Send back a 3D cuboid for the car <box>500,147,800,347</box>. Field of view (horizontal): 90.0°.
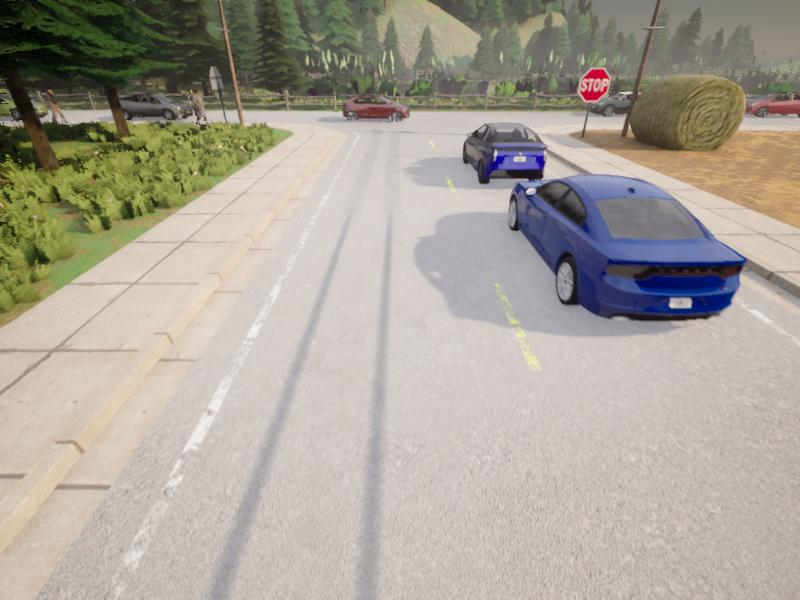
[{"bbox_3d":[3.301,-1.345,6.789,1.882,1.535,5.008,0,30,0],"label":"car"}]

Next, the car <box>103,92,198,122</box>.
[{"bbox_3d":[-15.834,-12.367,25.591,4.514,1.525,2.007,1,30,2],"label":"car"}]

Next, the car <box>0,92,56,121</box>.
[{"bbox_3d":[-25.534,-12.493,25.810,4.514,1.525,2.007,0,30,1],"label":"car"}]

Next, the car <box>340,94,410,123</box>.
[{"bbox_3d":[-1.488,-12.050,25.128,4.193,1.474,1.816,1,30,2],"label":"car"}]

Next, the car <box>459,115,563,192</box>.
[{"bbox_3d":[3.243,-4.834,12.773,2.007,1.525,4.514,0,30,0],"label":"car"}]

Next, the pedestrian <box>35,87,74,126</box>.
[{"bbox_3d":[-18.893,-10.618,21.915,0.751,1.860,0.751,3,30,6],"label":"pedestrian"}]

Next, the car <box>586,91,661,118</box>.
[{"bbox_3d":[15.307,-13.486,27.566,3.806,1.475,1.970,1,30,2],"label":"car"}]

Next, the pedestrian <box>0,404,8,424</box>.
[{"bbox_3d":[-3.917,0.763,3.262,0.500,1.100,0.500,-5,31,-9],"label":"pedestrian"}]

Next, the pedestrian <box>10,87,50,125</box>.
[{"bbox_3d":[-20.358,-10.693,22.044,0.751,1.860,0.751,4,31,7],"label":"pedestrian"}]

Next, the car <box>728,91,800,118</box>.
[{"bbox_3d":[25.609,-13.291,27.186,4.514,1.525,2.007,1,30,2],"label":"car"}]

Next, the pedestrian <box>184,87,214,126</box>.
[{"bbox_3d":[-10.913,-10.543,21.790,0.751,1.860,0.751,11,32,17],"label":"pedestrian"}]
